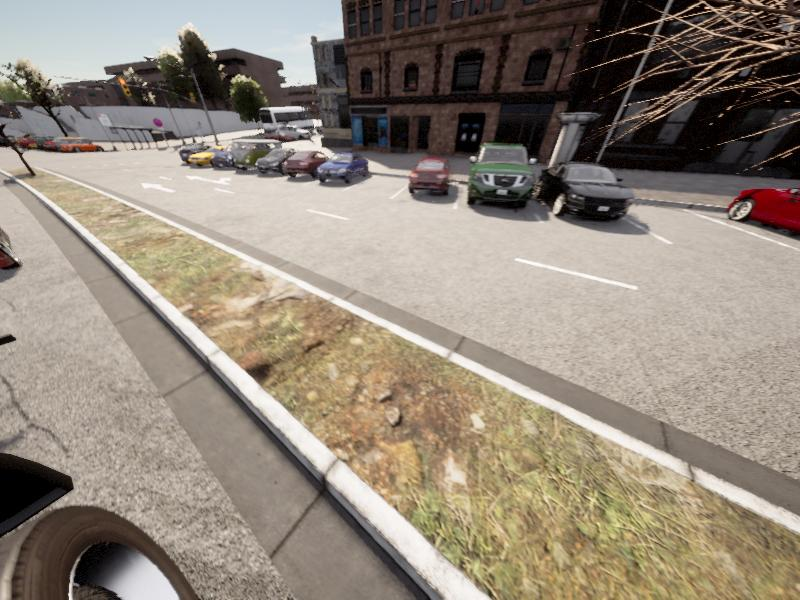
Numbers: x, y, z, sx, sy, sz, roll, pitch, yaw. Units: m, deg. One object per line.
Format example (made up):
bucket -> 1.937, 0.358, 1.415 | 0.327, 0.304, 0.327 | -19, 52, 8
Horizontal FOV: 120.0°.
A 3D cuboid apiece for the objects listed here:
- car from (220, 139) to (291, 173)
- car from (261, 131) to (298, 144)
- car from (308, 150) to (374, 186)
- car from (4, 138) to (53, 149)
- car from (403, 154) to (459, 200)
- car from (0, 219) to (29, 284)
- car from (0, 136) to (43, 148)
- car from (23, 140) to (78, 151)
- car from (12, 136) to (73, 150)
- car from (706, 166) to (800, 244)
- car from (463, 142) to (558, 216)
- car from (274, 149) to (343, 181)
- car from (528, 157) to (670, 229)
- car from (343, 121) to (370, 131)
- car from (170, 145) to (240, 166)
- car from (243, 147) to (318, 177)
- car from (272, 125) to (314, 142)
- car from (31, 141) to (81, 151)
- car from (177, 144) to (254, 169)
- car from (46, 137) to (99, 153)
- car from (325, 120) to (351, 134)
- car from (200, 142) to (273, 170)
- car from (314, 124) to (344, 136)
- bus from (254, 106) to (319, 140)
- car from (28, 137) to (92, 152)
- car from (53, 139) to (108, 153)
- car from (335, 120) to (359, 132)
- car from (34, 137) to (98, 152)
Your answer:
car -> -10.931, -11.286, 17.985 | 1.878, 1.987, 4.442 | 8, 35, 10
car -> -19.264, -26.080, 37.014 | 4.674, 1.452, 2.002 | 5, 41, 5
car -> -3.315, -8.240, 14.222 | 2.002, 1.452, 4.674 | 9, 35, 10
car -> -75.602, -32.076, 47.184 | 2.185, 1.767, 4.553 | 4, 35, 5
car -> 1.692, -6.267, 11.485 | 2.002, 1.452, 4.674 | 8, 35, 11
car -> -9.477, -1.227, 4.350 | 4.181, 1.385, 1.994 | 22, 41, 27
car -> -83.687, -34.508, 50.341 | 2.435, 2.045, 5.566 | 4, 35, 5
car -> -64.828, -28.933, 43.083 | 1.946, 1.575, 5.366 | 4, 35, 5
car -> -67.535, -29.833, 43.888 | 2.435, 2.045, 5.566 | 4, 35, 5
car -> 11.597, -2.251, 5.845 | 2.097, 1.535, 5.008 | 9, 36, 12
car -> 4.191, -5.491, 9.911 | 2.435, 2.045, 5.566 | 9, 35, 11
car -> -5.844, -9.211, 15.567 | 2.002, 1.452, 4.674 | 8, 35, 10
car -> 6.676, -4.295, 8.683 | 2.097, 1.535, 5.008 | 9, 36, 11
car -> -9.577, -38.553, 51.195 | 5.366, 1.575, 1.946 | 5, 41, 5
car -> -18.460, -14.025, 22.233 | 2.163, 1.488, 4.792 | 7, 35, 9
car -> -8.367, -10.212, 16.889 | 2.231, 1.521, 4.892 | 8, 35, 10
car -> -17.885, -28.079, 38.856 | 5.566, 2.045, 2.435 | 5, 41, 5
car -> -62.160, -28.002, 41.874 | 2.002, 1.452, 4.674 | 4, 35, 5
car -> -16.060, -12.949, 20.666 | 1.946, 1.575, 5.366 | 7, 35, 9
car -> -54.097, -25.768, 38.361 | 1.878, 1.987, 4.442 | 5, 35, 5
car -> -12.596, -35.179, 47.002 | 4.442, 1.987, 1.878 | 5, 42, 5
car -> -13.453, -12.233, 19.473 | 2.185, 1.767, 4.553 | 8, 35, 9
car -> -13.845, -33.226, 45.117 | 4.892, 1.521, 2.231 | 5, 41, 5
bus -> -20.606, -33.231, 43.139 | 3.944, 4.253, 10.273 | 17, 44, 20
car -> -59.462, -27.469, 40.651 | 2.435, 2.045, 5.566 | 4, 35, 5
car -> -51.415, -24.923, 37.376 | 2.185, 1.767, 4.553 | 4, 35, 6
car -> -11.237, -36.961, 49.038 | 4.442, 1.987, 1.878 | 5, 42, 5
car -> -56.770, -26.640, 39.514 | 2.435, 2.045, 5.566 | 5, 35, 5
